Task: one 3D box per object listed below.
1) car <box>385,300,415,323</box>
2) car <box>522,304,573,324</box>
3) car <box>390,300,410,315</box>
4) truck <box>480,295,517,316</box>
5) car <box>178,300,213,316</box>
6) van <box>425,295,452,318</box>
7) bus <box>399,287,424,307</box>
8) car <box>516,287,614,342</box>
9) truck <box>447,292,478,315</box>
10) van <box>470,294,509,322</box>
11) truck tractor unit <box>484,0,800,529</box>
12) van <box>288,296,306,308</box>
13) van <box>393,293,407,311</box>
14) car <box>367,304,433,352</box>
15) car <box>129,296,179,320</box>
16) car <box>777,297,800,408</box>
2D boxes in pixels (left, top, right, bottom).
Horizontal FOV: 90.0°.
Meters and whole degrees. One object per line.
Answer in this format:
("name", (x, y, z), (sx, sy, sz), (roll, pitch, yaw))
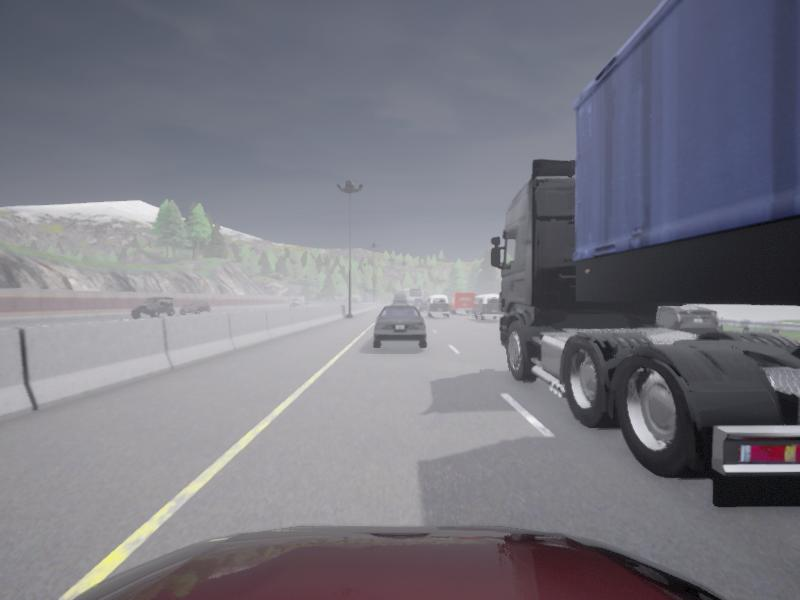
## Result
("car", (-0.001, 0.818, 29.701), (2.038, 1.542, 4.974), (0, 0, 0))
("car", (10.497, 0.939, 28.838), (1.895, 1.301, 4.718), (0, 0, 0))
("car", (-0.003, 0.817, 44.787), (2.038, 1.542, 4.974), (0, 0, 0))
("truck", (10.497, 0.535, 43.247), (2.390, 2.098, 6.274), (0, 0, 0))
("car", (-21.004, 0.807, 41.236), (1.789, 1.549, 3.705), (0, 0, 0))
("van", (3.495, 0.564, 37.318), (2.069, 2.038, 4.480), (0, 0, 0))
("bus", (2.531, -0.555, 90.426), (3.944, 4.253, 10.273), (0, 0, -8))
("car", (6.988, 0.564, 17.770), (2.150, 2.045, 5.566), (0, 0, 1))
("truck", (6.995, 0.353, 45.480), (2.627, 2.467, 5.204), (0, 0, 0))
("van", (6.998, 0.566, 31.677), (2.069, 2.038, 4.480), (0, 0, 0))
("truck tractor unit", (3.500, -0.520, 6.056), (3.053, 4.208, 6.516), (0, 0, 0))
("van", (-21.293, 0.358, 82.804), (2.351, 2.431, 6.366), (0, 0, -2))
("van", (0.000, 0.312, 59.710), (1.988, 2.561, 5.915), (0, 0, 0))
("car", (0.000, 0.892, 14.953), (2.033, 1.411, 5.357), (0, 0, 0))
("car", (-21.004, 0.639, 34.301), (1.905, 1.878, 3.866), (0, 0, 0))
("car", (7.000, 0.780, 3.779), (2.152, 1.651, 5.027), (0, 0, 0))
